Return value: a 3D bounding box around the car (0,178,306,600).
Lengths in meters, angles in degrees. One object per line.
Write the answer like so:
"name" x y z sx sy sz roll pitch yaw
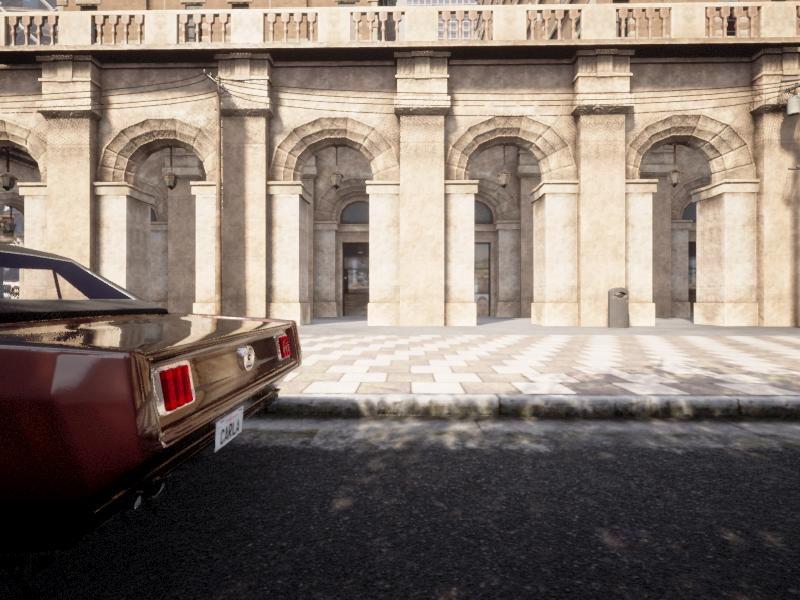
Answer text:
"car" -3.058 0.338 2.008 4.718 1.301 1.895 0 0 1
